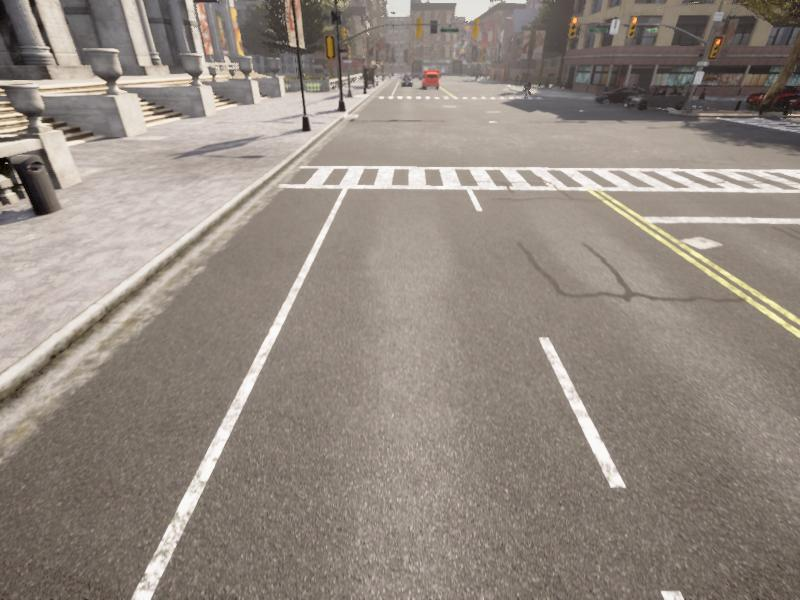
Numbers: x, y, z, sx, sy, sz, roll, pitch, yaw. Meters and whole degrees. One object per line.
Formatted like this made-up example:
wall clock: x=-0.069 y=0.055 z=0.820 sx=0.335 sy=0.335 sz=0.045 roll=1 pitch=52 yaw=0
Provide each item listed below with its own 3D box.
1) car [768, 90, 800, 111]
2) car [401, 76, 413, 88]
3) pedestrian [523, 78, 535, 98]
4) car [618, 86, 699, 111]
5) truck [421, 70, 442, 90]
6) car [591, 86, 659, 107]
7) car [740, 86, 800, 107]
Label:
car: x=32.323 y=-15.789 z=31.680 sx=4.181 sy=1.385 sz=1.994 roll=0 pitch=30 yaw=0
car: x=1.120 y=-34.791 z=63.827 sx=1.970 sy=1.475 sz=3.806 roll=1 pitch=30 yaw=1
pedestrian: x=13.891 y=-22.857 z=43.113 sx=0.751 sy=1.860 sz=0.751 roll=0 pitch=30 yaw=0
car: x=20.274 y=-15.955 z=31.609 sx=4.611 sy=1.667 sz=2.242 roll=0 pitch=30 yaw=-1
truck: x=4.524 y=-31.869 z=57.876 sx=2.627 sy=2.467 sz=5.204 roll=1 pitch=31 yaw=1
car: x=19.690 y=-17.961 z=35.253 sx=4.674 sy=1.442 sz=1.812 roll=5 pitch=31 yaw=8
car: x=32.818 y=-17.625 z=34.655 sx=4.514 sy=1.525 sz=2.007 roll=0 pitch=30 yaw=0
